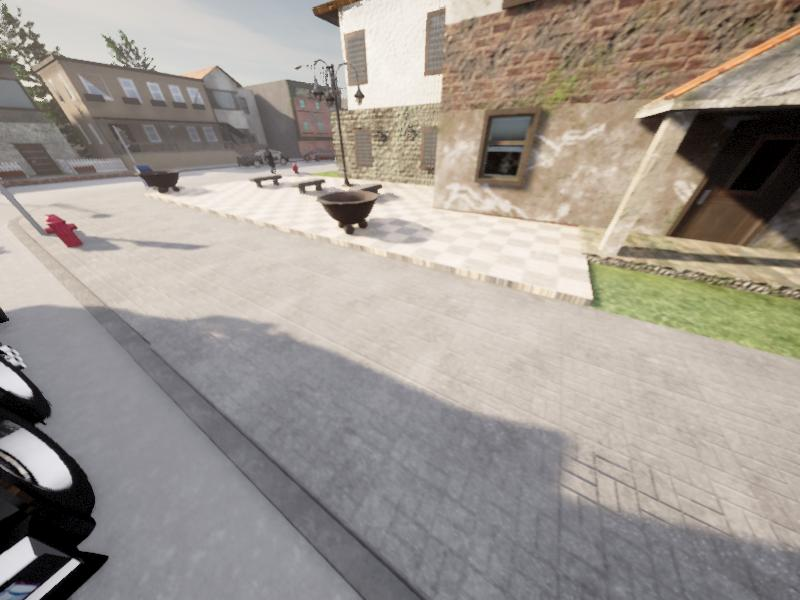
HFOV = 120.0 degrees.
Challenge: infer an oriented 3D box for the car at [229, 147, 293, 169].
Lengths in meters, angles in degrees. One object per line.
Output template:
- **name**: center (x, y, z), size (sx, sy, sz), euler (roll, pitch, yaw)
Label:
- **car**: center (-14.203, -14.832, 24.002), size (1.930, 1.638, 5.238), euler (18, 39, 24)

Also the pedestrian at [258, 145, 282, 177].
- **pedestrian**: center (-8.945, -9.593, 15.996), size (0.751, 1.860, 0.751), euler (-5, 35, -7)

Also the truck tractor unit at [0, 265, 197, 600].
- **truck tractor unit**: center (-5.112, -0.300, 0.777), size (6.516, 4.208, 3.053), euler (18, 39, 24)
